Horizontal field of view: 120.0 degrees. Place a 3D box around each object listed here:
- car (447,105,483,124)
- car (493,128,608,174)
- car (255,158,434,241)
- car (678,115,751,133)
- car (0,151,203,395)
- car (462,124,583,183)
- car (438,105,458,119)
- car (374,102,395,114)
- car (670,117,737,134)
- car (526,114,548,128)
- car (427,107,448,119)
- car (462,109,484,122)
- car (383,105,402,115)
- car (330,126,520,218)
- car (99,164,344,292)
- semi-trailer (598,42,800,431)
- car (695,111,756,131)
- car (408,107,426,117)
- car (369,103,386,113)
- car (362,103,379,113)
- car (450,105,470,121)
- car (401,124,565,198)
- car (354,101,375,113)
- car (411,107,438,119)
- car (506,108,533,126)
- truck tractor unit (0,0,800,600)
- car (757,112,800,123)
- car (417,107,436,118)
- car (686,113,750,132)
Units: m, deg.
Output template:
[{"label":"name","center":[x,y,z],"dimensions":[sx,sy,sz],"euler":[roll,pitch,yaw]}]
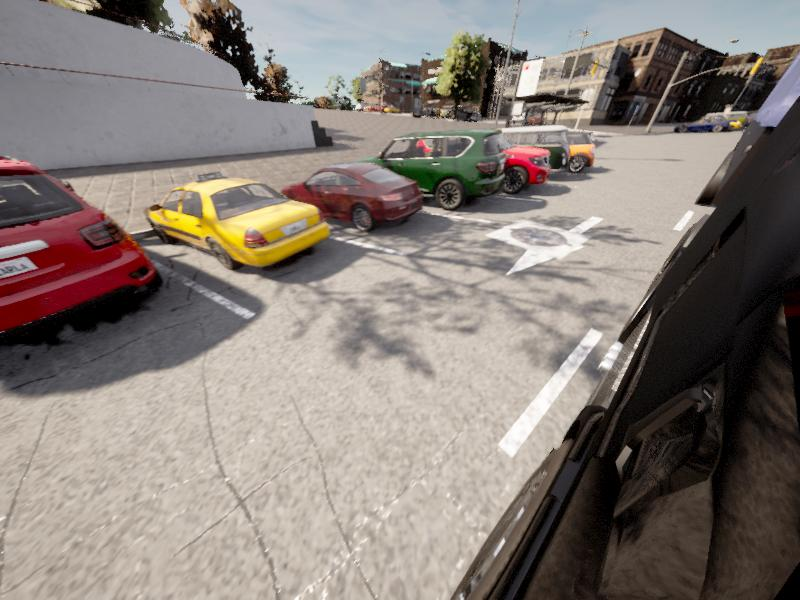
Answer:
[{"label":"car","center":[9.605,-27.557,34.334],"dimensions":[1.932,1.855,4.605],"euler":[-27,49,-31]},{"label":"car","center":[7.803,-8.016,12.411],"dimensions":[4.553,1.767,2.185],"euler":[18,42,26]},{"label":"car","center":[-1.613,-3.135,6.694],"dimensions":[4.674,1.452,2.002],"euler":[18,41,26]},{"label":"car","center":[41.182,-23.178,30.536],"dimensions":[5.366,1.575,1.946],"euler":[22,43,30]},{"label":"car","center":[-6.314,-0.985,3.601],"dimensions":[5.566,2.045,2.435],"euler":[18,41,26]},{"label":"car","center":[5.509,-6.896,10.874],"dimensions":[4.442,1.987,1.878],"euler":[18,41,26]},{"label":"car","center":[9.412,-36.664,45.152],"dimensions":[1.878,1.987,4.442],"euler":[24,43,22]},{"label":"car","center":[-3.836,-47.747,57.425],"dimensions":[2.435,2.045,5.566],"euler":[23,43,21]},{"label":"car","center":[38.459,-22.233,29.505],"dimensions":[4.792,1.488,2.163],"euler":[21,43,30]},{"label":"car","center":[20.782,-27.045,34.875],"dimensions":[2.002,1.452,4.674],"euler":[23,43,22]},{"label":"car","center":[7.665,-38.231,47.256],"dimensions":[1.946,1.575,5.366],"euler":[23,43,22]},{"label":"car","center":[13.228,-33.386,41.861],"dimensions":[2.231,1.521,4.892],"euler":[23,43,22]},{"label":"car","center":[-1.827,-46.100,55.991],"dimensions":[1.946,1.575,5.366],"euler":[23,43,21]},{"label":"car","center":[0.686,-4.574,8.001],"dimensions":[5.566,2.045,2.435],"euler":[18,41,26]},{"label":"car","center":[-4.109,-2.026,5.285],"dimensions":[5.366,1.575,1.946],"euler":[18,41,26]},{"label":"semi-trailer","center":[8.692,-3.595,4.256],"dimensions":[14.254,4.402,2.717],"euler":[-28,44,-30]},{"label":"car","center":[46.168,-25.507,32.981],"dimensions":[4.442,1.987,1.878],"euler":[22,43,30]},{"label":"car","center":[3.776,-41.259,50.664],"dimensions":[2.002,1.452,4.674],"euler":[23,43,22]},{"label":"car","center":[-5.789,-49.225,59.249],"dimensions":[2.185,1.767,4.553],"euler":[22,42,21]},{"label":"car","center":[-7.680,-50.775,61.028],"dimensions":[2.185,1.767,4.553],"euler":[20,41,22]},{"label":"car","center":[11.304,-35.081,43.395],"dimensions":[1.878,1.987,4.442],"euler":[24,43,22]},{"label":"car","center":[3.083,-5.755,9.444],"dimensions":[5.566,2.045,2.435],"euler":[18,41,26]},{"label":"car","center":[-9.607,-52.284,62.682],"dimensions":[2.435,2.045,5.566],"euler":[19,40,25]},{"label":"car","center":[4.532,-35.239,43.456],"dimensions":[2.128,1.511,4.902],"euler":[-26,48,-30]},{"label":"car","center":[18.918,-28.861,36.461],"dimensions":[2.435,2.045,5.566],"euler":[23,43,22]},{"label":"truck tractor unit","center":[2.645,-0.295,0.351],"dimensions":[6.516,4.208,3.053],"euler":[-28,44,-30]},{"label":"car","center":[79.835,-38.327,48.481],"dimensions":[5.008,1.535,2.097],"euler":[26,44,34]},{"label":"car","center":[5.681,-39.683,48.915],"dimensions":[2.002,1.452,4.674],"euler":[23,43,22]},{"label":"car","center":[43.523,-24.415,31.849],"dimensions":[4.553,1.767,2.185],"euler":[22,43,30]}]
